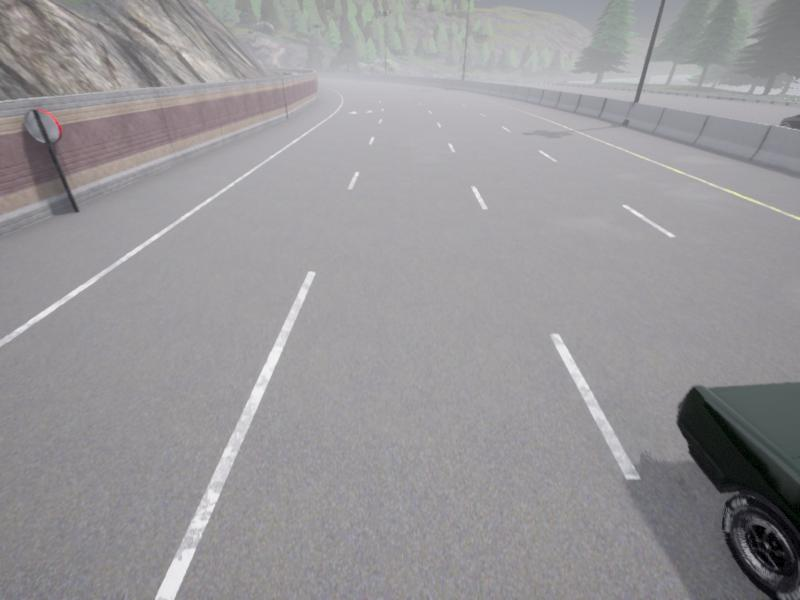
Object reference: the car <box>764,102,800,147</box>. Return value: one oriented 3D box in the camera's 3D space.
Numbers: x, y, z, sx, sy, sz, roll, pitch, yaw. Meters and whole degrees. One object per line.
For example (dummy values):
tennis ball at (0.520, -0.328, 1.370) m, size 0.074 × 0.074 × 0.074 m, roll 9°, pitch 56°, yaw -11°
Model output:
car at (17.931, -7.249, 16.737) m, size 1.789 × 1.549 × 3.705 m, roll 0°, pitch 31°, yaw 1°

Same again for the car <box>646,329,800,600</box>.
car at (3.352, 1.968, 1.325) m, size 1.895 × 1.301 × 4.718 m, roll -2°, pitch 31°, yaw -4°
